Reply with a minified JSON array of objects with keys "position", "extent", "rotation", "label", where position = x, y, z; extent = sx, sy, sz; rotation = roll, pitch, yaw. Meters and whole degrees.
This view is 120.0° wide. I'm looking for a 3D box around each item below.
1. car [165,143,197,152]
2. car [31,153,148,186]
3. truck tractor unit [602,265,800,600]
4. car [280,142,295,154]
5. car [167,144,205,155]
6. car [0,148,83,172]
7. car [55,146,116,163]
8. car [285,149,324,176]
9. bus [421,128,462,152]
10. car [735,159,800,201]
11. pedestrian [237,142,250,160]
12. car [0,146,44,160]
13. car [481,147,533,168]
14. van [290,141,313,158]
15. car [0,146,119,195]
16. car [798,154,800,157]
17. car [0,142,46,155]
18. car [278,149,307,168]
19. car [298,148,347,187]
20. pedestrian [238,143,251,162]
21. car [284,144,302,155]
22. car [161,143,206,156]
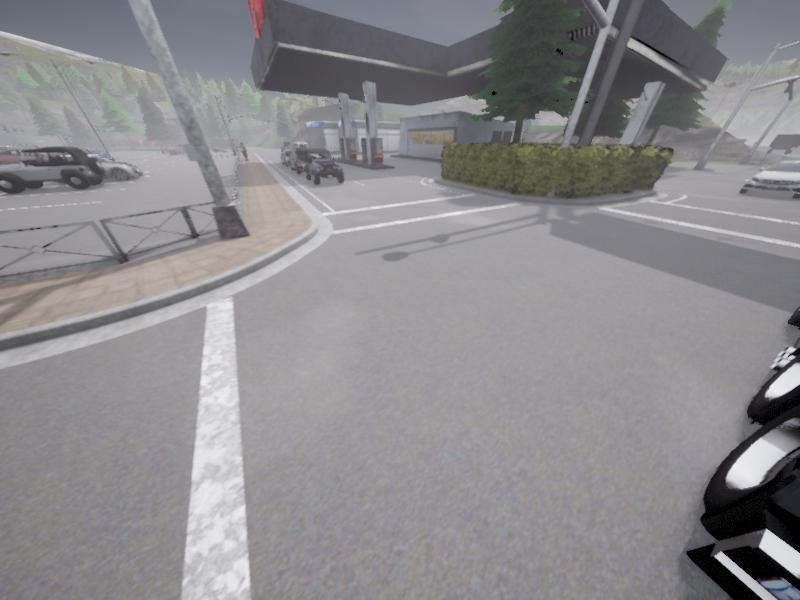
[{"position":[-49.622,-34.634,52.461],"extent":[4.792,1.488,2.163],"rotation":[-19,39,-25],"label":"car"},{"position":[-19.224,-8.351,14.659],"extent":[3.806,1.475,1.970],"rotation":[-18,39,-24],"label":"car"},{"position":[5.122,-0.286,0.798],"extent":[6.516,4.208,3.053],"rotation":[-18,39,-24],"label":"truck tractor unit"},{"position":[-22.642,-30.679,46.443],"extent":[1.905,1.878,3.866],"rotation":[-18,39,-24],"label":"car"},{"position":[-37.951,-26.932,41.161],"extent":[4.514,1.523,2.007],"rotation":[-18,39,-24],"label":"car"},{"position":[-32.147,-12.355,20.272],"extent":[4.514,1.523,2.007],"rotation":[-18,39,-24],"label":"car"},{"position":[-37.091,-17.318,27.399],"extent":[3.633,1.501,1.845],"rotation":[-18,39,-24],"label":"car"},{"position":[-8.392,-12.086,20.117],"extent":[2.033,1.649,4.856],"rotation":[-18,39,-24],"label":"car"},{"position":[9.593,-38.855,56.044],"extent":[3.944,4.253,10.273],"rotation":[-18,39,-24],"label":"bus"},{"position":[19.546,-6.190,11.677],"extent":[4.674,1.442,1.812],"rotation":[-18,38,-24],"label":"car"},{"position":[-20.139,-19.179,29.739],"extent":[0.751,1.860,0.751],"rotation":[-19,39,-25],"label":"pedestrian"},{"position":[-52.598,-20.084,31.467],"extent":[3.806,1.475,1.970],"rotation":[-18,39,-24],"label":"car"},{"position":[11.653,-15.879,25.606],"extent":[2.242,1.667,4.611],"rotation":[-18,39,-24],"label":"car"},{"position":[-15.295,-23.307,35.784],"extent":[2.069,2.038,4.480],"rotation":[-18,39,-24],"label":"van"},{"position":[-18.096,-6.756,11.886],"extent":[3.866,1.878,1.905],"rotation":[-18,39,-24],"label":"car"},{"position":[66.684,-22.959,35.264],"extent":[2.150,2.045,5.566],"rotation":[-18,39,-24],"label":"car"},{"position":[-70.009,-27.917,42.528],"extent":[4.605,1.855,1.932],"rotation":[-19,39,-25],"label":"car"},{"position":[-11.512,-15.178,24.665],"extent":[1.970,1.475,3.806],"rotation":[-18,39,-24],"label":"car"},{"position":[-5.210,-8.974,15.443],"extent":[1.905,1.878,3.866],"rotation":[-18,39,-24],"label":"car"},{"position":[-18.464,-17.557,27.422],"extent":[0.751,1.860,0.751],"rotation":[-18,39,-24],"label":"pedestrian"},{"position":[-19.438,-27.287,41.915],"extent":[2.007,1.525,4.514],"rotation":[-18,39,-24],"label":"car"},{"position":[-36.342,-25.394,38.950],"extent":[5.027,1.636,2.152],"rotation":[-18,39,-24],"label":"car"}]
